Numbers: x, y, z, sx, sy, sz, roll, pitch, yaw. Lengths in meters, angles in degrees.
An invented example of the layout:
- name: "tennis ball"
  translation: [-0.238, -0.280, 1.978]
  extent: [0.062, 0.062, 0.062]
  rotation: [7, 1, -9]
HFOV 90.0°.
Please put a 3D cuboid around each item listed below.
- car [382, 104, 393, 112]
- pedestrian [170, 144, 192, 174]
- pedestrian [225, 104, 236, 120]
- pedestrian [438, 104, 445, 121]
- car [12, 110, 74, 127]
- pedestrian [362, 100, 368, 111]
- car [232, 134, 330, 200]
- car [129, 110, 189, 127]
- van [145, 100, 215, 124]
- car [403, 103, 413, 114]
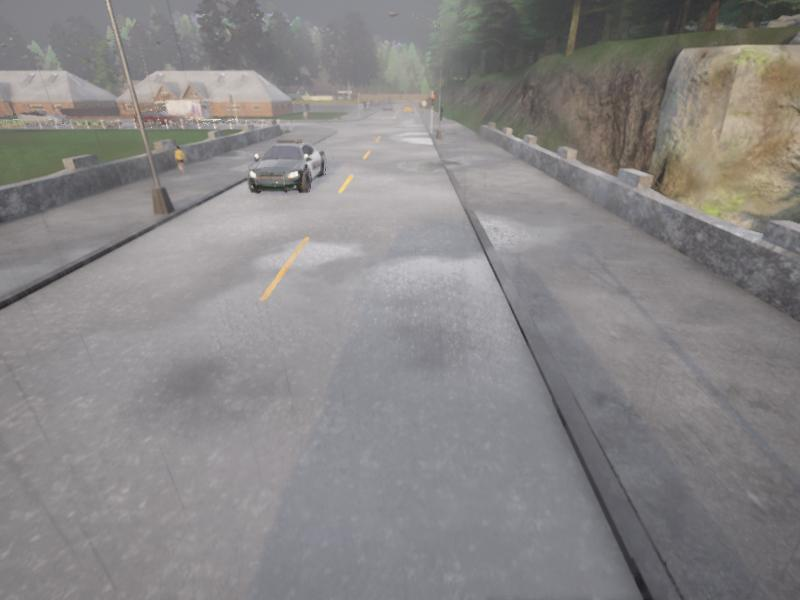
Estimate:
- name: "car"
  translation: [-2.394, -38.333, 79.775]
  extent: [1.994, 1.385, 4.181]
  rotation: [1, 27, 1]
- name: "pedestrian"
  translation: [-8.983, -5.781, 16.396]
  extent: [0.500, 1.100, 0.500]
  rotation: [-18, 32, -31]
- name: "pedestrian"
  translation: [-21.505, -23.923, 50.897]
  extent: [0.751, 1.860, 0.751]
  rotation: [1, 27, 2]
- name: "pedestrian"
  translation: [5.023, -22.859, 48.820]
  extent: [0.751, 1.860, 0.751]
  rotation: [1, 27, 3]
- name: "car"
  translation: [-38.446, -19.642, 43.207]
  extent: [4.514, 1.525, 2.007]
  rotation: [1, 27, 1]
- name: "pedestrian"
  translation: [-7.064, -39.325, 80.888]
  extent: [0.751, 1.860, 0.751]
  rotation: [-12, 30, -22]
- name: "car"
  translation: [-4.098, -5.076, 14.828]
  extent: [2.038, 1.542, 4.974]
  rotation: [0, 27, 1]
- name: "car"
  translation: [-25.777, -19.528, 42.972]
  extent: [5.008, 1.535, 1.882]
  rotation: [1, 27, 2]
- name: "van"
  translation: [-25.322, -21.753, 46.329]
  extent: [6.366, 2.431, 2.351]
  rotation: [1, 27, 1]
- name: "car"
  translation: [1.463, -35.155, 73.353]
  extent: [1.801, 1.575, 5.366]
  rotation: [0, 27, 1]
